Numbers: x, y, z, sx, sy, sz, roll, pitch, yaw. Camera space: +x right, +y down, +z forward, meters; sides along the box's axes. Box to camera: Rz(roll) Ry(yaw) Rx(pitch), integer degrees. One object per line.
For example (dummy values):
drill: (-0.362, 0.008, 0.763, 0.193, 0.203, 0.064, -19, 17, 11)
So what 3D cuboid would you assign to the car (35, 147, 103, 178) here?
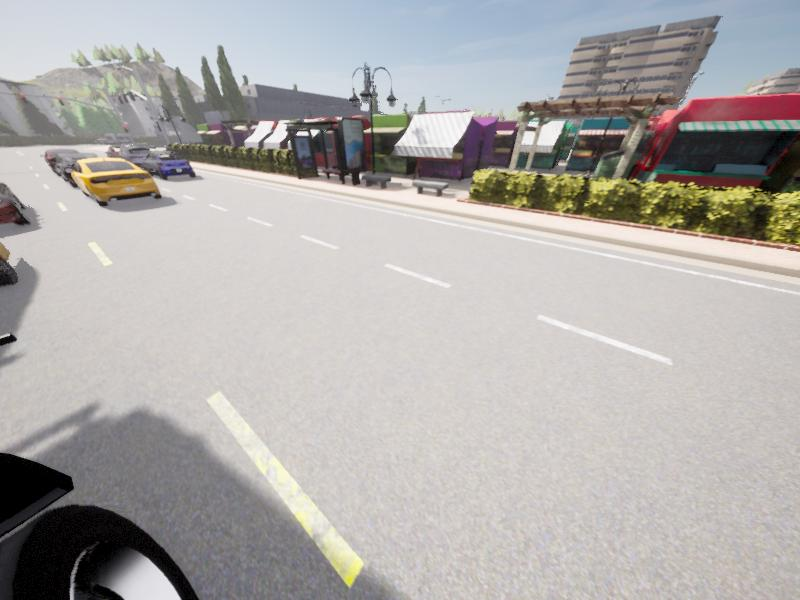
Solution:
car: (-23.250, -9.737, 16.207, 5.008, 1.535, 1.882, 23, 41, 28)

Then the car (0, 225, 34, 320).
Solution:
car: (-6.754, -0.070, 2.589, 5.366, 1.575, 1.801, 29, 43, 35)

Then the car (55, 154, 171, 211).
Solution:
car: (-12.216, -5.156, 9.800, 5.008, 1.535, 1.882, 22, 41, 28)

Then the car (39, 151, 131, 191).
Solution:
car: (-17.691, -7.399, 12.986, 4.792, 1.488, 2.163, 23, 41, 28)

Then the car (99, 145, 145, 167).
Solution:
car: (-25.394, -13.179, 21.090, 3.633, 1.501, 1.845, 25, 42, 31)

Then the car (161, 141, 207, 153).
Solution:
car: (-35.850, -25.555, 38.513, 2.152, 1.651, 5.027, 25, 42, 31)

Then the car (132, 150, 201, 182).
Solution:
car: (-15.257, -8.850, 15.080, 4.193, 1.474, 1.816, 23, 41, 28)

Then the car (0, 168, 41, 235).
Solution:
car: (-13.203, -3.037, 6.824, 4.792, 1.488, 2.163, 23, 41, 28)

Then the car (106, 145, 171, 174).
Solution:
car: (-20.563, -11.129, 18.137, 4.856, 1.649, 2.033, 23, 41, 28)
